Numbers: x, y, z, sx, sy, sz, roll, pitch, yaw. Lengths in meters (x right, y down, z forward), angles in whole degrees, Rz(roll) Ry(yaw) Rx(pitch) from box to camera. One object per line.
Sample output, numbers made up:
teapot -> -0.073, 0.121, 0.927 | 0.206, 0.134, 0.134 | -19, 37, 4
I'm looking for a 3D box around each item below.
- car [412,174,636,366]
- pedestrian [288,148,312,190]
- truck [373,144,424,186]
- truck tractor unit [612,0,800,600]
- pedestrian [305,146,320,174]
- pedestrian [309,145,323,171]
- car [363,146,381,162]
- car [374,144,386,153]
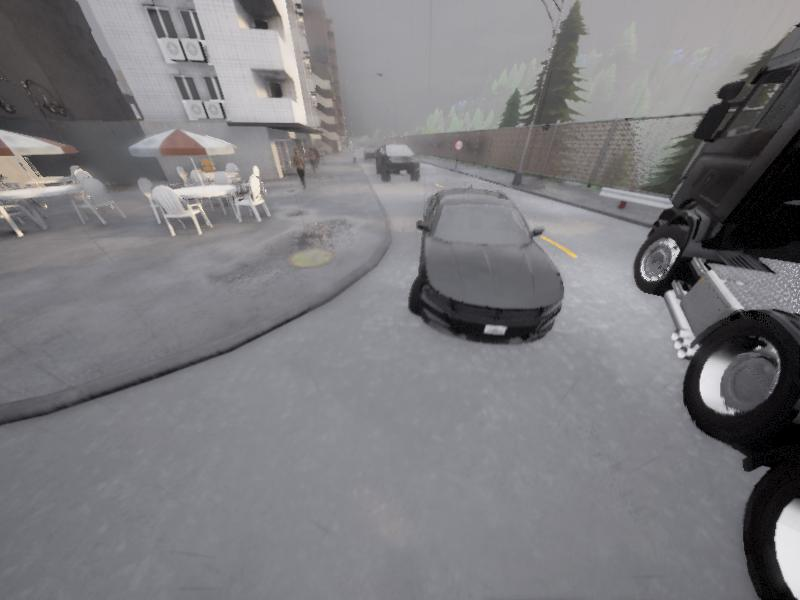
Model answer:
car -> 1.392, -1.290, 4.571 | 1.882, 1.535, 5.008 | 4, 35, 5
pedestrian -> -5.209, -6.871, 12.143 | 0.751, 1.860, 0.751 | -10, 36, -14
truck -> -0.347, -9.814, 16.440 | 2.390, 2.098, 6.274 | -6, 35, -9
truck tractor unit -> 4.496, -0.673, 1.315 | 3.053, 4.208, 6.516 | 21, 40, 27
pedestrian -> -6.799, -10.913, 18.003 | 0.751, 1.860, 0.751 | -10, 36, -15
pedestrian -> -7.329, -12.418, 20.187 | 0.751, 1.860, 0.751 | -10, 36, -15
car -> -4.044, -20.773, 32.739 | 1.930, 1.638, 5.238 | -6, 35, -9
car -> -4.537, -34.577, 52.636 | 2.097, 1.767, 4.553 | -6, 35, -9
